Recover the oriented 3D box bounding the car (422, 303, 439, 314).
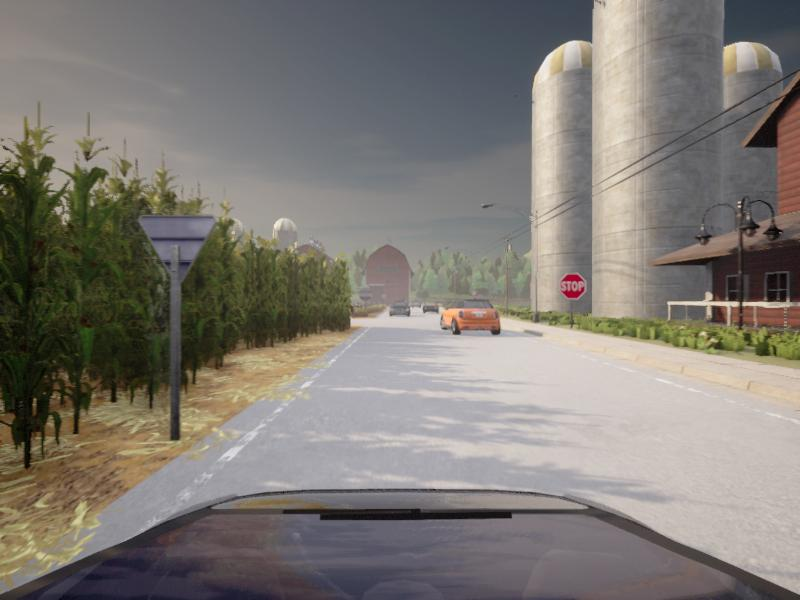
[{"bbox_3d":[3.783,0.983,48.410,1.895,1.301,4.718,0,0,6],"label":"car"}]

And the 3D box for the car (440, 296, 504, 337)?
[{"bbox_3d":[3.378,0.718,19.841,2.097,1.767,4.553,0,0,-4],"label":"car"}]

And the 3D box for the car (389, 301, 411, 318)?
[{"bbox_3d":[-0.017,0.849,38.677,2.038,1.542,4.974,0,0,0],"label":"car"}]

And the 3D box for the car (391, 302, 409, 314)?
[{"bbox_3d":[0.096,0.936,49.940,1.994,1.385,4.181,0,0,3],"label":"car"}]
